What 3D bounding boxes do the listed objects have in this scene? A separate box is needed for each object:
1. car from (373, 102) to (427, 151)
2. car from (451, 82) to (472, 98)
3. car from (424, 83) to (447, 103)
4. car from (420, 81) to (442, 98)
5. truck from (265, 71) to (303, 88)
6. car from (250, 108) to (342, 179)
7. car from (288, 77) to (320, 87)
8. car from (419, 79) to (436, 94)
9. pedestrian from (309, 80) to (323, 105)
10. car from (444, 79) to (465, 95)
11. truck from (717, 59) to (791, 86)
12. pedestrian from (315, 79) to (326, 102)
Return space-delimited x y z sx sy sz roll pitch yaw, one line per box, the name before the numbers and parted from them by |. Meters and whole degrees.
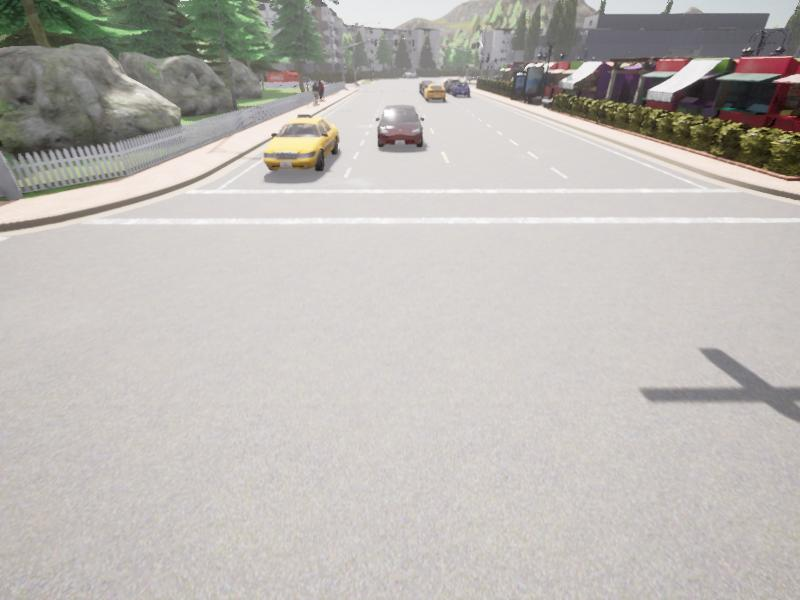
car | 0.004 -8.130 18.517 2.163 1.488 4.792 0 30 0
car | 7.006 -24.222 46.041 1.816 1.474 4.193 0 30 0
car | 3.547 -21.098 40.652 1.882 1.535 5.008 0 30 0
car | 3.517 -24.461 46.469 2.163 1.488 4.792 0 30 0
truck | -19.171 -36.626 66.486 5.204 2.467 2.627 1 30 1
car | -3.451 -5.833 14.509 1.801 1.575 5.366 1 30 1
car | -16.622 -37.952 69.690 4.902 1.511 2.128 1 30 1
car | 3.506 -27.932 52.359 1.882 1.535 5.008 0 30 0
pedestrian | -7.350 -18.166 35.036 0.751 1.860 0.751 4 30 6
car | 7.006 -27.582 51.645 2.033 1.649 4.856 0 30 0
truck | 59.403 -38.197 67.282 8.468 3.827 2.891 0 30 1
pedestrian | -7.604 -20.051 38.268 0.751 1.860 0.751 2 30 4
